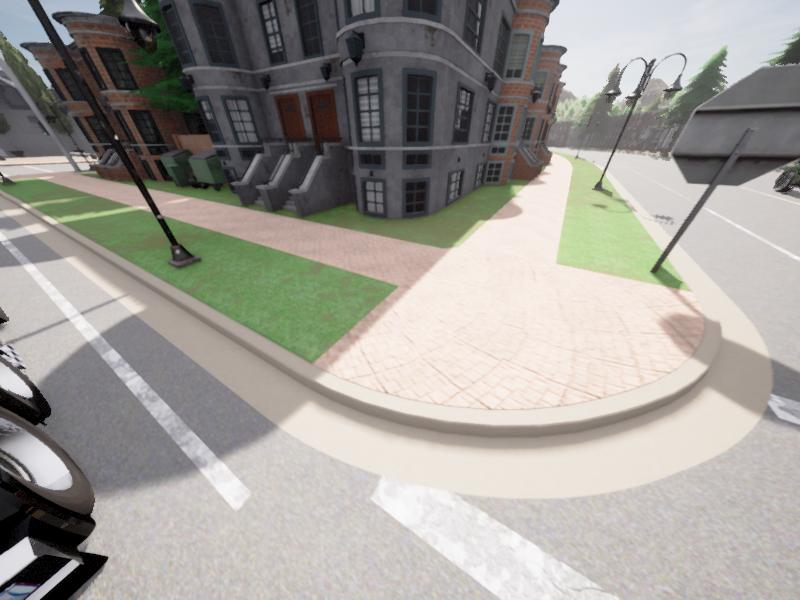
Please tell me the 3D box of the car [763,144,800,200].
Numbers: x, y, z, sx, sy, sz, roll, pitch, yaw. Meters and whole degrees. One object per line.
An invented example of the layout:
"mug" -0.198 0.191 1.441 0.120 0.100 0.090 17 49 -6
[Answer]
"car" 18.794 -5.070 9.345 2.150 2.045 5.566 20 39 26

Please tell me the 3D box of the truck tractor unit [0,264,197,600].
"truck tractor unit" -5.111 -0.301 0.780 6.516 4.208 3.053 18 39 24
